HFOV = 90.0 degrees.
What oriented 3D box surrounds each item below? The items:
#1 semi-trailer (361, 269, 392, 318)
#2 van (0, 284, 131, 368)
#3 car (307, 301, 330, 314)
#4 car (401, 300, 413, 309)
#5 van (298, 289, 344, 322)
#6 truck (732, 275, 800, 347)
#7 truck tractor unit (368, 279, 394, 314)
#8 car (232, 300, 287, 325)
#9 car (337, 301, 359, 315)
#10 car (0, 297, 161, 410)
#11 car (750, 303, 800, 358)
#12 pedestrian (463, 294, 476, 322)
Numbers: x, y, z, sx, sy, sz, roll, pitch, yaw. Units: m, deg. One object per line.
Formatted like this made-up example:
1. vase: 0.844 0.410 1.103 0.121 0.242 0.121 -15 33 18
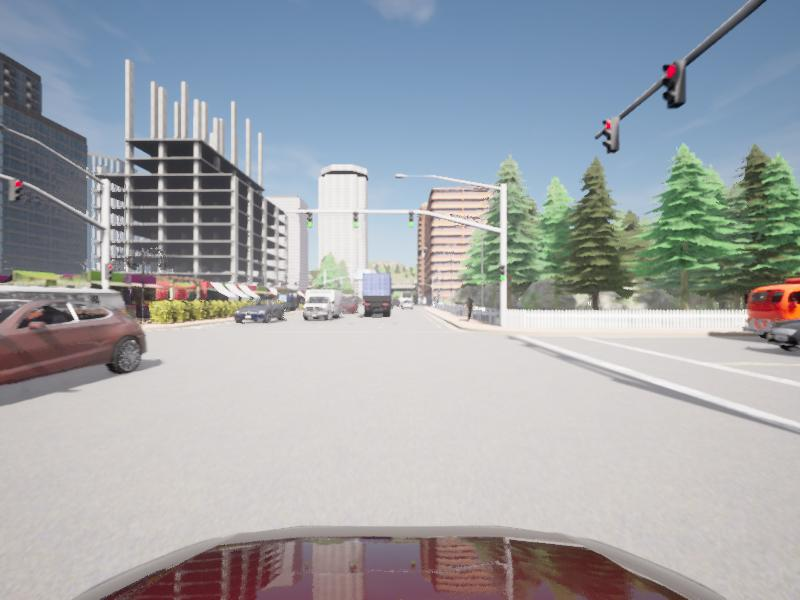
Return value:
1. semi-trailer: -2.256 -0.574 43.169 2.717 4.402 14.254 0 0 -1
2. van: -10.288 0.608 11.652 1.775 1.987 4.442 0 0 2
3. car: -9.561 0.872 47.115 1.845 1.501 3.633 0 0 1
4. car: 1.376 0.832 75.790 2.242 1.667 4.611 0 0 1
5. van: -6.270 0.411 32.604 2.351 2.431 6.366 0 0 1
6. truck: 16.160 0.372 14.969 5.204 2.467 2.627 0 0 2
7. truck tractor unit: -2.373 -0.471 51.081 3.053 4.208 6.516 0 0 -1
8. car: -9.827 0.808 28.475 2.152 1.651 5.027 0 0 1
9. car: -6.063 0.870 46.955 1.882 1.535 5.008 0 0 1
10. car: -6.905 0.787 7.147 2.152 1.651 5.027 0 0 2
11. car: 13.564 0.848 11.570 4.902 1.511 2.128 0 0 2
12. pedestrian: 4.628 0.514 26.808 0.751 1.860 0.751 0 0 1
